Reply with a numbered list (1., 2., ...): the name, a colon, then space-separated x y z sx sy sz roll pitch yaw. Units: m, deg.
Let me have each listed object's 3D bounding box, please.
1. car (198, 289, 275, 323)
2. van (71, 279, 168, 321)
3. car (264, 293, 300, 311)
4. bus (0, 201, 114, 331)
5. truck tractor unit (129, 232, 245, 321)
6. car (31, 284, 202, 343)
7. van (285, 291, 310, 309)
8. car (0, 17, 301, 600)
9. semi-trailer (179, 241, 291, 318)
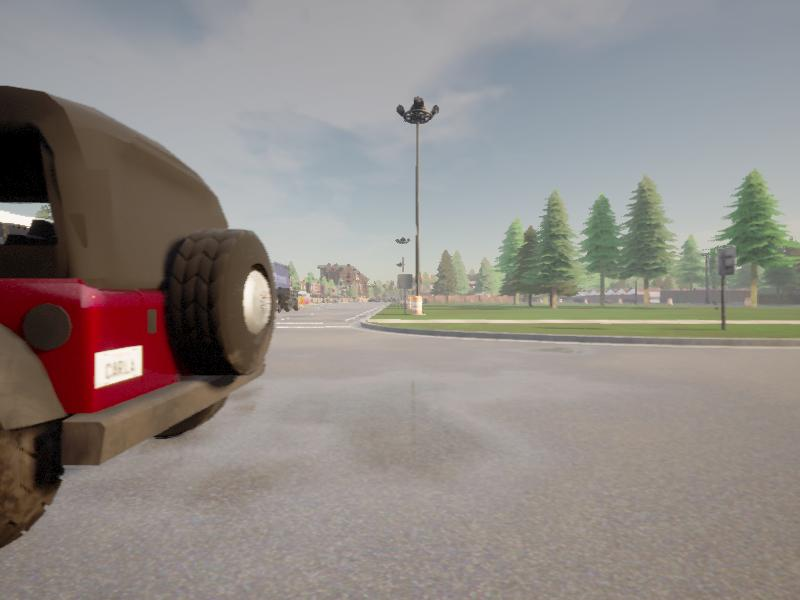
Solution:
1. car: -7.833 0.255 19.762 1.837 1.490 4.892 0 0 -1
2. van: -14.857 -0.007 21.572 2.069 2.038 4.480 0 0 -1
3. car: -11.575 0.204 39.704 2.152 1.651 5.027 0 0 -1
4. bus: -15.122 -1.112 12.704 3.944 4.253 10.273 0 0 6
5. truck tractor unit: -11.371 -1.098 22.256 3.053 4.208 6.516 0 0 -1
6. car: -7.734 0.319 11.555 1.994 1.385 4.181 0 0 -1
7. van: -11.654 0.016 45.914 1.775 1.987 4.442 0 0 -1
8. car: -2.714 0.051 2.198 3.866 1.878 1.905 0 0 0
9. semi-trailer: -11.467 -1.201 30.168 2.717 4.402 14.254 0 0 -1
